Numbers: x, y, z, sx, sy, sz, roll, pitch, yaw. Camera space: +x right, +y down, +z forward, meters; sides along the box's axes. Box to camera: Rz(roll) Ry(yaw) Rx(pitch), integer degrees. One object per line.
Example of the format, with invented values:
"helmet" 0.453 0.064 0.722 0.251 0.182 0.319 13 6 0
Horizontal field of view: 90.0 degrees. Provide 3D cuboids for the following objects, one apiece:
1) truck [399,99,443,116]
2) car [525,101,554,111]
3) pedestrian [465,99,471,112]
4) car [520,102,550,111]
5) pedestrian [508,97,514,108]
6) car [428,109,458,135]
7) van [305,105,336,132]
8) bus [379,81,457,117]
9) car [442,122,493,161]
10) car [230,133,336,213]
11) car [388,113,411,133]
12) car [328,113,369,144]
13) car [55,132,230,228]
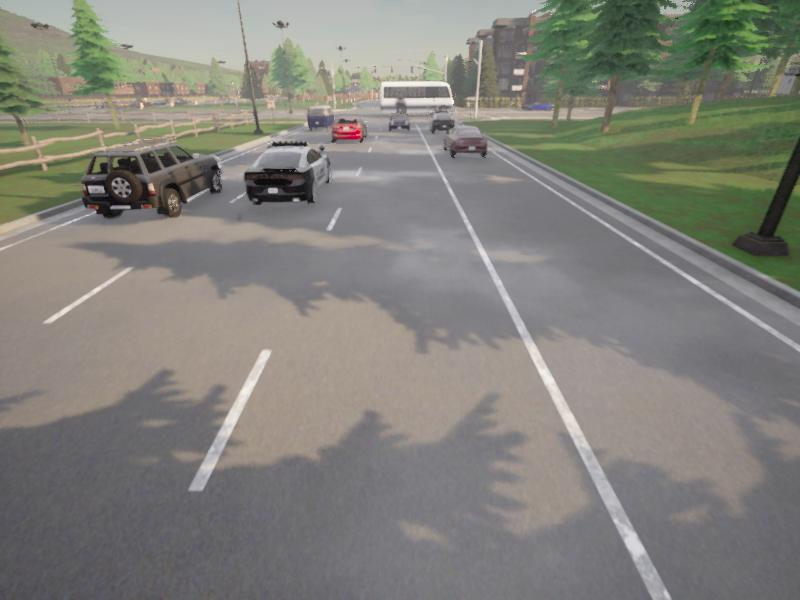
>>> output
"truck" 2.986 -28.136 58.389 6.274 2.098 2.390 0 27 0
"car" 23.873 -33.281 68.724 4.193 1.474 1.816 -1 27 0
"pedestrian" 11.320 -32.488 66.879 0.751 1.860 0.751 -3 28 -4
"car" 24.218 -34.820 71.875 4.718 1.301 1.895 -1 27 0
"pedestrian" 21.579 -38.321 77.661 0.751 1.860 0.751 -2 27 -3
"car" 3.470 -14.940 33.481 1.930 1.638 5.238 0 27 0
"van" -7.032 -16.271 35.787 1.775 1.987 4.442 0 27 0
"bus" 2.381 -27.531 54.900 10.273 4.253 3.944 0 27 0
"car" 3.479 -8.613 21.515 1.812 1.442 4.674 -1 27 -1
"car" -3.512 -4.396 13.264 1.930 1.638 5.238 0 27 0
"car" -0.031 -15.679 35.318 1.895 1.301 4.718 0 27 0
"car" -3.527 -12.239 28.327 2.242 1.667 4.611 0 27 0
"car" -7.012 -3.705 11.716 1.932 1.855 4.605 0 27 0
